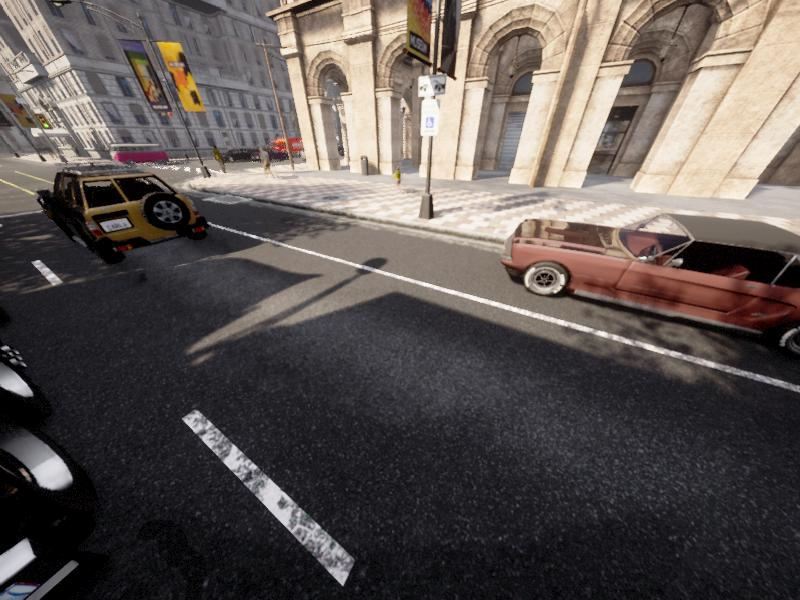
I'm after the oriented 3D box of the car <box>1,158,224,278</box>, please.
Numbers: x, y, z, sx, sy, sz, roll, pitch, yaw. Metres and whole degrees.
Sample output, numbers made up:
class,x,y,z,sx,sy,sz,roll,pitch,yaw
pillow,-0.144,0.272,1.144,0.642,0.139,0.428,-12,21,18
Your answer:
class,x,y,z,sx,sy,sz,roll,pitch,yaw
car,-7.050,-2.332,5.754,4.605,1.855,1.932,18,39,25

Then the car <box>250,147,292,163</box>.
class,x,y,z,sx,sy,sz,roll,pitch,yaw
car,-16.354,-18.595,29.534,1.816,1.474,4.193,18,39,24

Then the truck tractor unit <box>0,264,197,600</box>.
class,x,y,z,sx,sy,sz,roll,pitch,yaw
truck tractor unit,-5.109,-0.303,0.777,6.516,4.208,3.053,18,39,24

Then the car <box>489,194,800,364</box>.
class,x,y,z,sx,sy,sz,roll,pitch,yaw
car,4.191,-0.608,3.693,4.718,1.301,1.895,18,39,24

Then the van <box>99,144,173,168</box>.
class,x,y,z,sx,sy,sz,roll,pitch,yaw
van,-27.776,-15.383,24.569,1.775,1.987,4.442,18,39,24

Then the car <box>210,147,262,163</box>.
class,x,y,z,sx,sy,sz,roll,pitch,yaw
car,-20.567,-18.397,29.267,1.837,1.490,4.892,18,39,24

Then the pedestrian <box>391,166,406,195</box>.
class,x,y,z,sx,sy,sz,roll,pitch,yaw
pedestrian,-0.059,-5.537,10.675,0.500,1.100,0.500,-24,41,-30

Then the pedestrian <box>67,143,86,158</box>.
class,x,y,z,sx,sy,sz,roll,pitch,yaw
pedestrian,-48.689,-22.522,34.785,0.751,1.860,0.751,12,37,17

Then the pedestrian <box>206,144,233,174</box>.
class,x,y,z,sx,sy,sz,roll,pitch,yaw
pedestrian,-13.543,-10.598,17.384,0.751,1.860,0.751,8,36,12

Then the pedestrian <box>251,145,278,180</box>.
class,x,y,z,sx,sy,sz,roll,pitch,yaw
pedestrian,-8.548,-8.720,14.648,0.751,1.860,0.751,23,41,30

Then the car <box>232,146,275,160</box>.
class,x,y,z,sx,sy,sz,roll,pitch,yaw
car,-21.382,-21.614,33.890,1.837,1.490,4.892,18,39,24
